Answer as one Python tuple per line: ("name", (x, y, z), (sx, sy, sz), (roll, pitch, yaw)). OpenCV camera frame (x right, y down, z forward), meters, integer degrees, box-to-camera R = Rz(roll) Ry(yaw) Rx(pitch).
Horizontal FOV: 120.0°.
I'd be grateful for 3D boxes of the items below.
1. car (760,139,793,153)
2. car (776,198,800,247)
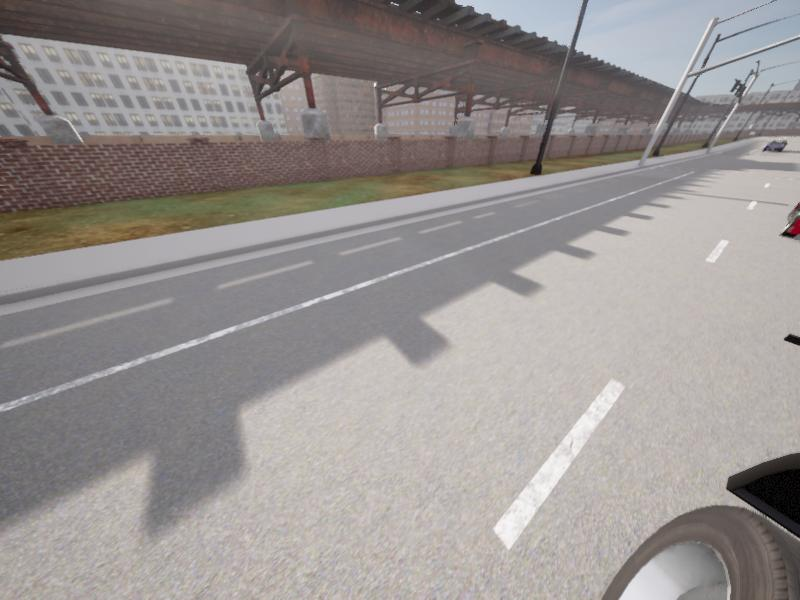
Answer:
("car", (53.529, -21.962, 32.874), (3.633, 1.501, 1.845), (-23, 41, -27))
("car", (11.870, -2.269, 5.796), (4.181, 1.385, 1.994), (-22, 41, -28))
